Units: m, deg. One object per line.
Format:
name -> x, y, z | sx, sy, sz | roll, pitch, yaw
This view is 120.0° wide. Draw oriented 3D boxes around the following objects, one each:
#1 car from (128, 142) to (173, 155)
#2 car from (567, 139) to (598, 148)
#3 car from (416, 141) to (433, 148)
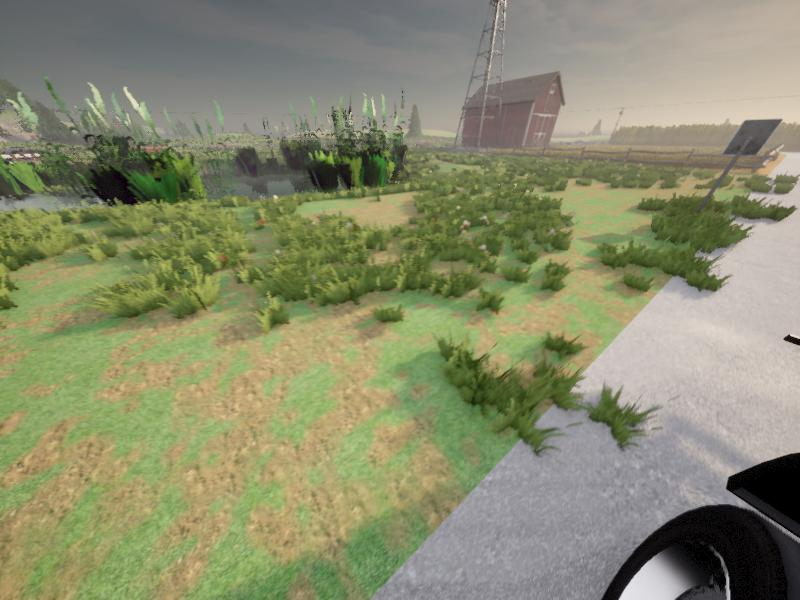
car -> -42.589, -26.013, 39.593 | 4.553, 1.767, 2.097 | -18, 39, -23
car -> 41.535, -35.727, 52.755 | 2.038, 1.542, 4.974 | -22, 41, -28
car -> 6.252, -39.713, 58.900 | 3.806, 1.475, 1.970 | -18, 39, -23
